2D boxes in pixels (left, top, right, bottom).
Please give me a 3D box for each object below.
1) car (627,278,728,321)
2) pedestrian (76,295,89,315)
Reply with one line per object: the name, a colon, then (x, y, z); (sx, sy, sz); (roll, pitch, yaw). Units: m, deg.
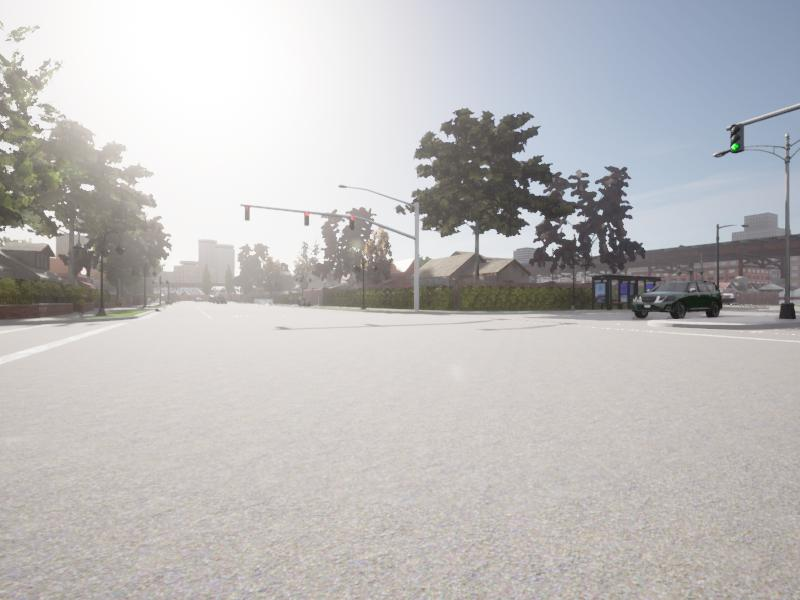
car: (14.975, -0.032, 21.537); (5.566, 2.045, 2.150); (0, 0, -28)
pedestrian: (-18.085, 0.272, 22.772); (0.500, 1.100, 0.500); (0, 0, -29)
